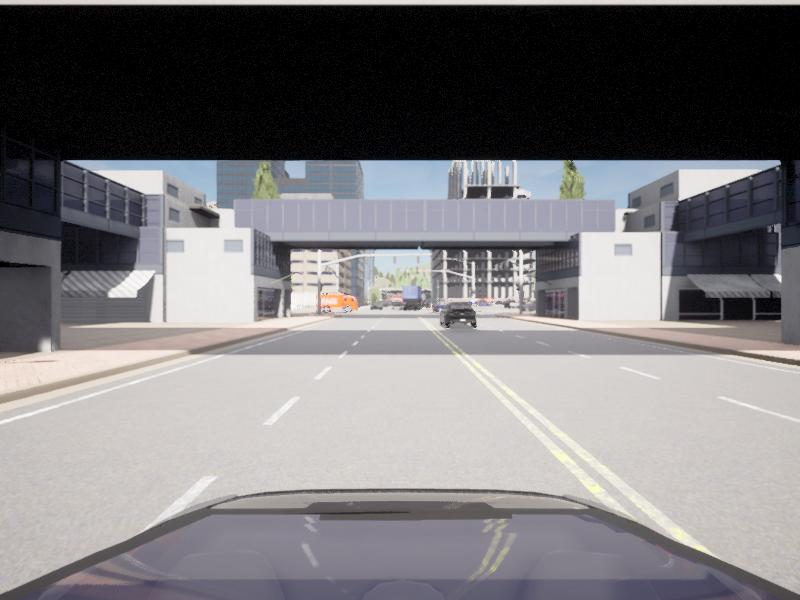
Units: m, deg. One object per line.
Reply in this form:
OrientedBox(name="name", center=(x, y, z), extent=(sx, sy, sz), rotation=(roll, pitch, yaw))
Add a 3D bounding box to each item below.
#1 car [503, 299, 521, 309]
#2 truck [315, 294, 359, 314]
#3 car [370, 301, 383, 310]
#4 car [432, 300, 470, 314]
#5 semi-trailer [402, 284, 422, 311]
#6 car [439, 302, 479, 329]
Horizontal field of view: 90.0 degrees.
OrientedBox(name="car", center=(20.461, 0.681, 73.189), extent=(1.932, 1.855, 4.605), rotation=(0, 0, 0))
OrientedBox(name="truck", center=(-8.104, 0.492, 51.789), extent=(5.204, 2.467, 2.627), rotation=(0, 0, 0))
OrientedBox(name="car", center=(-4.099, 1.003, 70.536), extent=(2.038, 1.542, 4.974), rotation=(0, 0, 1))
OrientedBox(name="car", center=(6.547, 0.887, 51.905), extent=(4.611, 1.667, 2.242), rotation=(0, 0, 0))
OrientedBox(name="semi-trailer", center=(2.318, -0.439, 72.616), extent=(2.717, 4.402, 14.254), rotation=(0, 0, 5))
OrientedBox(name="car", center=(3.626, 0.910, 25.372), extent=(1.837, 1.490, 4.892), rotation=(0, 0, 0))
